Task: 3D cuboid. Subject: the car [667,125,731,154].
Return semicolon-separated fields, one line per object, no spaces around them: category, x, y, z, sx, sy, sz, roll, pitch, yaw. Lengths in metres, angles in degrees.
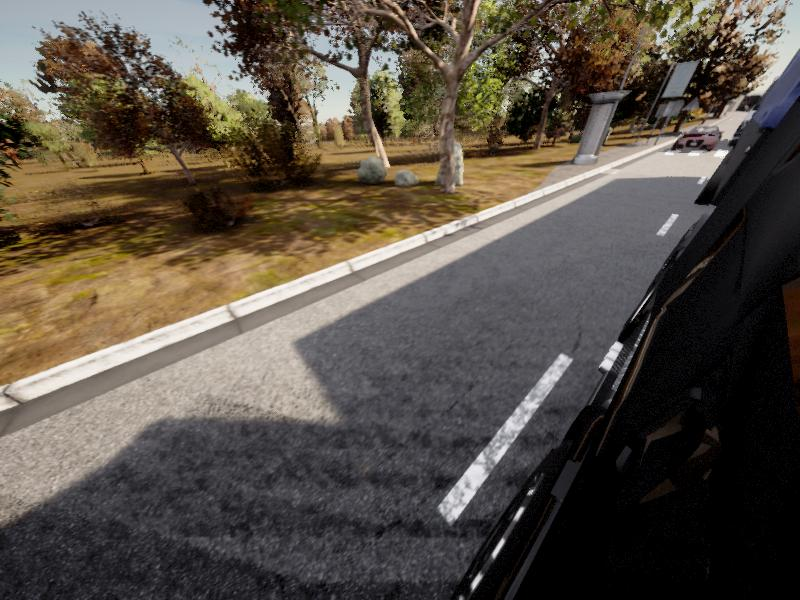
car;20.827;-11.218;16.073;4.181;1.385;1.994;-28;44;-30

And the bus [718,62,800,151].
bus;27.912;-13.756;16.569;10.273;4.253;3.944;-28;44;-30

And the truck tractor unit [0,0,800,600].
truck tractor unit;2.645;-0.295;0.351;6.516;4.208;3.053;-28;44;-30

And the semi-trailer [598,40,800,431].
semi-trailer;8.679;-3.615;4.251;14.254;4.402;2.717;-28;44;-30
